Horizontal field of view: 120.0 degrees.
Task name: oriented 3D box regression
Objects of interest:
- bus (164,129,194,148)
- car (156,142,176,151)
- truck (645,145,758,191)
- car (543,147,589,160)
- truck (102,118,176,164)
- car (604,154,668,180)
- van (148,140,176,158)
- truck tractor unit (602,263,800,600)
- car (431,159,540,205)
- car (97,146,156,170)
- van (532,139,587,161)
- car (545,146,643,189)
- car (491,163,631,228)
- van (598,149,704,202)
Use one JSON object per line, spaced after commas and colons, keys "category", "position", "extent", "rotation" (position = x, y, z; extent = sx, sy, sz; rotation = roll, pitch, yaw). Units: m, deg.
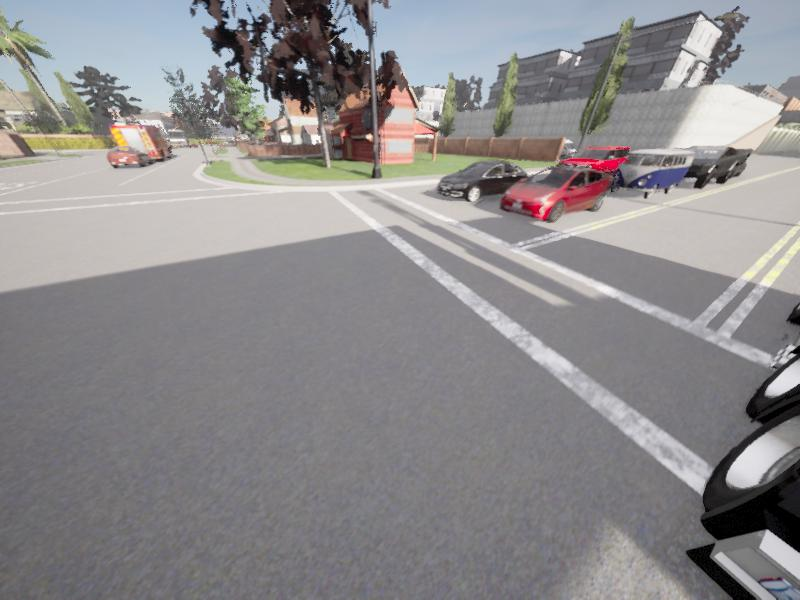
{"category": "bus", "position": [-64.557, -47.426, 67.882], "extent": [3.944, 4.253, 10.273], "rotation": [-19, 39, -26]}
{"category": "car", "position": [-51.454, -33.870, 50.863], "extent": [1.845, 1.501, 3.633], "rotation": [-14, 37, -20]}
{"category": "truck", "position": [19.081, -8.513, 14.654], "extent": [6.274, 2.098, 2.390], "rotation": [-17, 39, -24]}
{"category": "car", "position": [25.729, -22.906, 36.074], "extent": [2.033, 1.411, 5.357], "rotation": [-18, 39, -25]}
{"category": "truck", "position": [-29.786, -18.496, 26.982], "extent": [2.891, 3.827, 8.468], "rotation": [-19, 39, -26]}
{"category": "car", "position": [18.238, -10.382, 17.883], "extent": [3.806, 1.475, 1.970], "rotation": [-18, 39, -25]}
{"category": "van", "position": [-34.586, -22.053, 33.664], "extent": [1.775, 1.987, 4.442], "rotation": [-21, 40, -28]}
{"category": "truck tractor unit", "position": [5.116, -0.292, 0.791], "extent": [6.516, 4.208, 3.053], "rotation": [-18, 39, -24]}
{"category": "car", "position": [4.076, -5.756, 11.053], "extent": [4.892, 1.490, 1.837], "rotation": [-18, 39, -25]}
{"category": "car", "position": [-25.330, -13.433, 21.670], "extent": [2.152, 1.651, 5.027], "rotation": [-19, 39, -26]}
{"category": "van", "position": [23.065, -22.036, 33.788], "extent": [1.988, 2.561, 5.915], "rotation": [-18, 39, -25]}
{"category": "car", "position": [12.448, -8.675, 14.861], "extent": [5.566, 2.045, 2.150], "rotation": [-18, 39, -24]}
{"category": "car", "position": [5.930, -4.066, 8.608], "extent": [4.514, 1.525, 2.007], "rotation": [-18, 39, -25]}
{"category": "van", "position": [12.651, -6.438, 11.695], "extent": [4.442, 1.987, 1.775], "rotation": [-18, 39, -25]}
